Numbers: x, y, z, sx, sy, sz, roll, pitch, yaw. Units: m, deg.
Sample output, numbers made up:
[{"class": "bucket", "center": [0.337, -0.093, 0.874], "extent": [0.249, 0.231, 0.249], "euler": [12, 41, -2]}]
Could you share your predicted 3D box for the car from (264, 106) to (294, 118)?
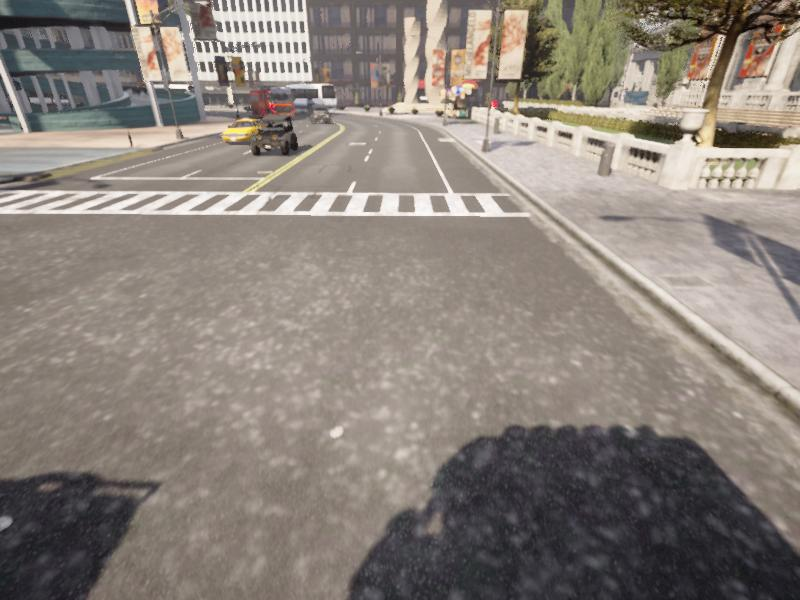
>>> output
[{"class": "car", "center": [-17.402, -27.037, 57.467], "extent": [1.895, 1.301, 4.718], "euler": [-23, 35, -37]}]

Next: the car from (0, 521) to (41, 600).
[{"class": "car", "center": [-3.506, 2.154, 0.341], "extent": [1.932, 1.855, 4.605], "euler": [0, 26, 0]}]

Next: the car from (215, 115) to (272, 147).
[{"class": "car", "center": [-10.524, -11.656, 27.400], "extent": [1.801, 1.575, 5.366], "euler": [0, 27, 0]}]

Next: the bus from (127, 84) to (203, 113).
[{"class": "bus", "center": [-40.900, -35.264, 70.023], "extent": [10.273, 4.253, 3.944], "euler": [2, 27, 3]}]

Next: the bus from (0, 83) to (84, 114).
[{"class": "bus", "center": [-57.913, -32.256, 64.071], "extent": [10.273, 4.253, 3.944], "euler": [0, 27, 0]}]

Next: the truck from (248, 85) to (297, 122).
[{"class": "truck", "center": [-16.105, -24.720, 50.236], "extent": [2.891, 3.827, 8.468], "euler": [-17, 32, -30]}]

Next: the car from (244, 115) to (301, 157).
[{"class": "car", "center": [-7.012, -9.272, 22.464], "extent": [1.905, 1.878, 3.866], "euler": [0, 27, -1]}]

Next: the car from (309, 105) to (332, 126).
[{"class": "car", "center": [-8.635, -19.970, 43.189], "extent": [1.905, 1.878, 3.866], "euler": [-7, 28, -14]}]

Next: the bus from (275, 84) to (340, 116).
[{"class": "bus", "center": [-14.566, -31.497, 62.909], "extent": [10.273, 4.253, 3.944], "euler": [21, 34, 34]}]
